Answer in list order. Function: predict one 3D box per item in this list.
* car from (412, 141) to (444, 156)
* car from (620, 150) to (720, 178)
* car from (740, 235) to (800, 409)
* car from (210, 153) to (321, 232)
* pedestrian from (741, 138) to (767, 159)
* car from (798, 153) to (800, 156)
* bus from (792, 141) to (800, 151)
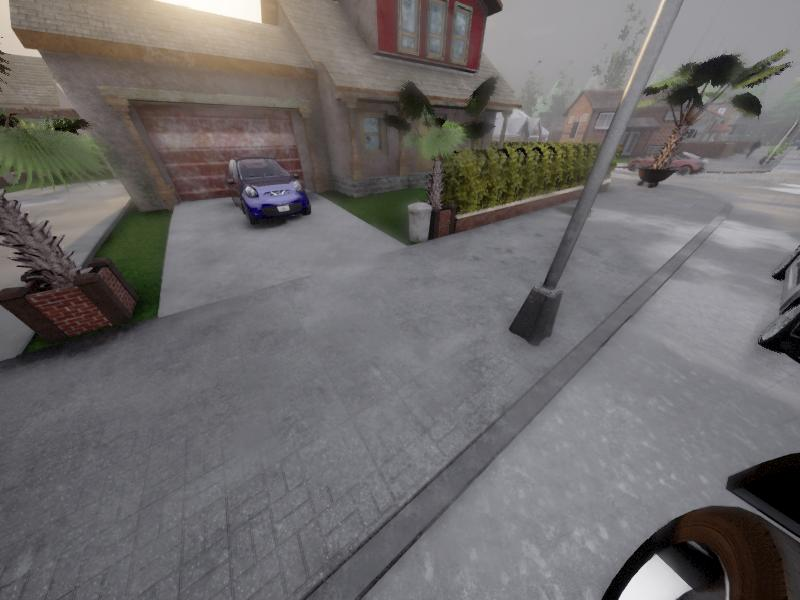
[{"bbox_3d":[4.061,-22.570,34.364,2.097,1.767,4.553,-22,41,-28],"label":"car"},{"bbox_3d":[19.141,-9.890,16.644,1.994,1.385,4.181,-19,39,-25],"label":"car"},{"bbox_3d":[6.545,-0.168,2.712,5.238,1.638,1.930,-22,41,-28],"label":"car"},{"bbox_3d":[-4.139,-3.474,7.009,1.845,1.501,3.633,-24,42,-30],"label":"car"},{"bbox_3d":[38.930,-16.653,25.432,0.751,1.860,0.751,-25,42,-31],"label":"pedestrian"},{"bbox_3d":[56.303,-20.401,31.109,5.027,1.651,2.152,-22,41,-28],"label":"car"},{"bbox_3d":[79.691,-30.911,43.579,10.273,4.253,3.944,-23,41,-27],"label":"bus"}]
